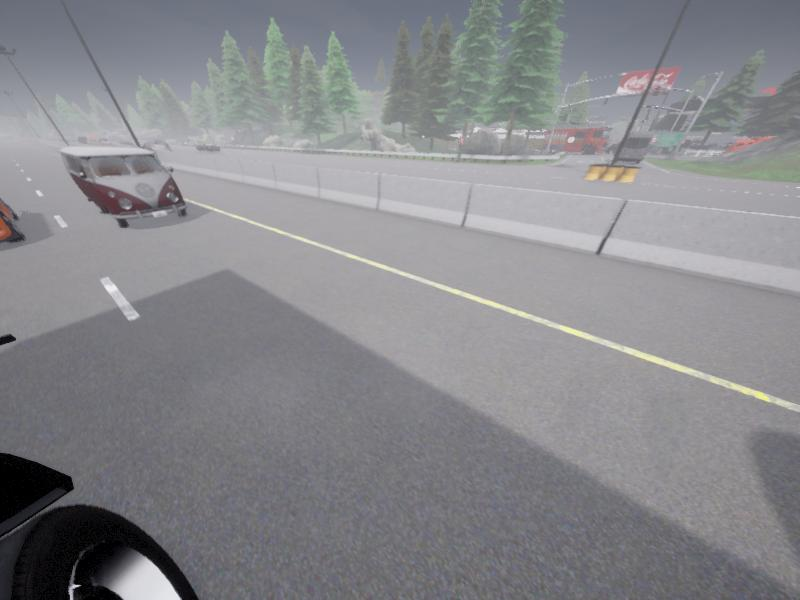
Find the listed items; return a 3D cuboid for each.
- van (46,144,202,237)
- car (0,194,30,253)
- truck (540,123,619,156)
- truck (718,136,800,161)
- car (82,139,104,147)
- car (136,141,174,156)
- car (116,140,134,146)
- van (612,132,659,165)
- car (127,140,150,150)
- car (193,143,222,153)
[{"bbox_3d":[-8.717,-3.697,7.342,4.442,1.987,1.775,22,41,28],"label":"van"},{"bbox_3d":[-11.465,-2.276,5.470,4.553,1.767,2.097,22,41,28],"label":"car"},{"bbox_3d":[27.242,-24.802,35.855,2.891,3.827,8.468,-21,39,-28],"label":"truck"},{"bbox_3d":[46.670,-19.721,30.091,5.204,2.467,2.627,21,40,29],"label":"truck"},{"bbox_3d":[-70.903,-36.291,53.356,5.366,1.575,1.801,22,41,28],"label":"car"},{"bbox_3d":[-34.607,-21.514,32.675,5.027,1.651,2.152,22,41,28],"label":"car"},{"bbox_3d":[-73.857,-42.313,62.069,4.718,1.301,1.895,22,41,28],"label":"car"},{"bbox_3d":[23.547,-15.425,23.436,1.988,2.561,5.915,22,41,28],"label":"van"},{"bbox_3d":[-52.863,-31.342,46.636,3.806,1.475,1.970,22,41,28],"label":"car"},{"bbox_3d":[-31.737,-25.138,38.119,4.718,1.301,1.895,22,41,28],"label":"car"}]
